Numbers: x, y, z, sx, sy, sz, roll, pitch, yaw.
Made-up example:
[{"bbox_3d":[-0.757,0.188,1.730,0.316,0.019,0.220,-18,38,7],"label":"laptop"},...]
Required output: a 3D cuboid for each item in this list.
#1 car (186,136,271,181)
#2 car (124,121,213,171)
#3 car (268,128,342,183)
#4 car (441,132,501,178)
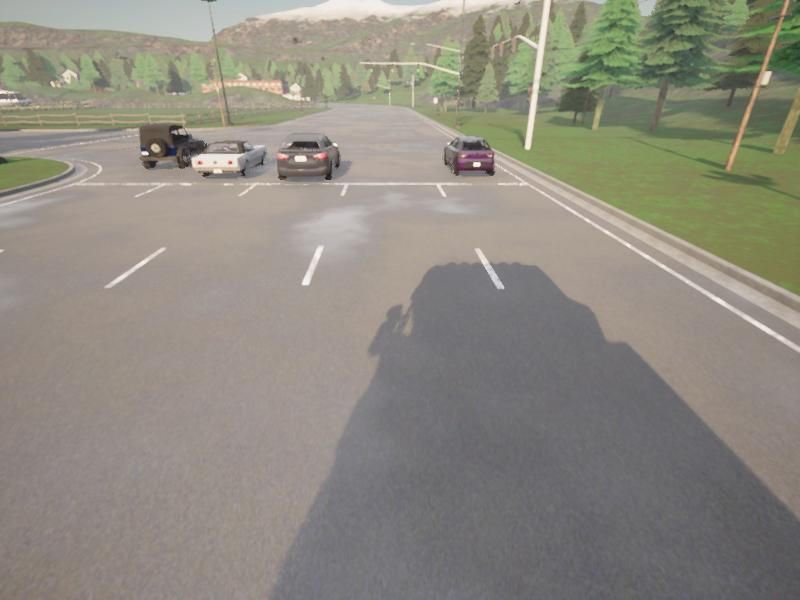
[{"bbox_3d":[-7.416,-6.457,17.926,1.895,1.301,4.718,-1,27,-2],"label":"car"},{"bbox_3d":[-10.982,-7.539,19.394,1.905,1.878,3.866,-1,27,-2],"label":"car"},{"bbox_3d":[-3.896,-6.401,17.400,2.242,1.667,4.611,-1,27,-2],"label":"car"},{"bbox_3d":[3.077,-6.700,18.201,1.816,1.474,4.193,-1,27,-2],"label":"car"}]
